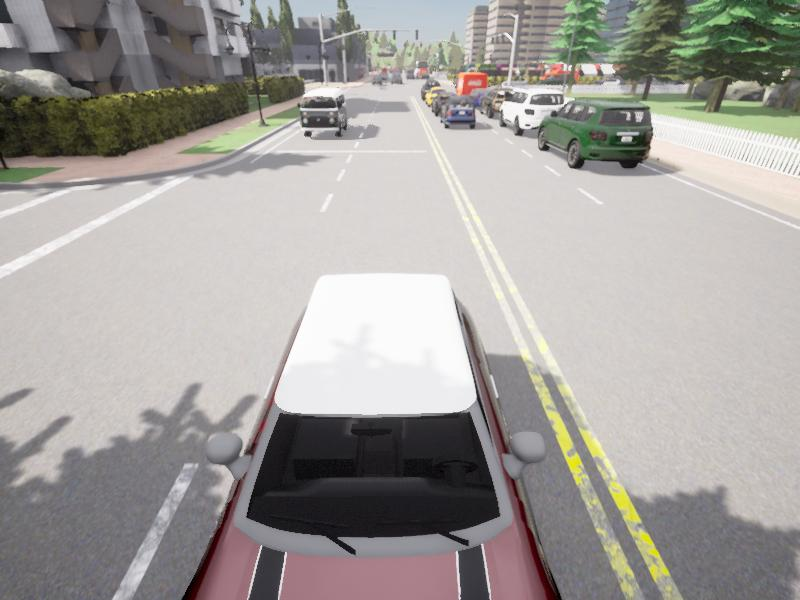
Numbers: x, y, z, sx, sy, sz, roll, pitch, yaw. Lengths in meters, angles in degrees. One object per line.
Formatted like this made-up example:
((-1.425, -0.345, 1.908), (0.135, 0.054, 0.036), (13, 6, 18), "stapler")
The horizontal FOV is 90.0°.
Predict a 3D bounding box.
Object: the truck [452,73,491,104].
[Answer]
((6.684, -20.201, 38.084), (2.627, 2.467, 5.204), (0, 30, 0), "truck")

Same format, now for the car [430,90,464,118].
((3.249, -13.958, 28.397), (1.816, 1.474, 4.193), (0, 30, 0), "car")

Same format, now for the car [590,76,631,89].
((32.372, -33.472, 61.585), (4.856, 1.649, 2.033), (-1, 30, -2), "car")

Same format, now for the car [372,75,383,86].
((-4.038, -39.317, 71.647), (1.789, 1.549, 3.705), (0, 30, 0), "car")

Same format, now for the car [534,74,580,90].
((22.809, -31.728, 58.206), (5.566, 2.045, 2.150), (-1, 30, -2), "car")

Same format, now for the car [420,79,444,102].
((3.170, -21.216, 40.403), (1.932, 1.855, 4.605), (0, 30, 0), "car")

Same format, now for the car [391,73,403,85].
((-0.564, -41.788, 75.654), (2.097, 1.767, 4.553), (0, 30, 0), "car")

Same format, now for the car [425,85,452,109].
((3.210, -17.530, 34.398), (1.801, 1.575, 5.366), (0, 30, 0), "car")

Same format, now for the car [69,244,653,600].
((-0.138, 1.036, 2.766), (1.970, 1.475, 3.806), (0, 30, 0), "car")

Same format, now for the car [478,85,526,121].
((6.758, -13.428, 27.092), (1.932, 1.855, 4.605), (0, 30, 0), "car")

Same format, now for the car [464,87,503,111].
((6.720, -16.554, 32.828), (2.163, 1.488, 4.792), (0, 30, 0), "car")

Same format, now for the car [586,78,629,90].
((30.256, -31.621, 58.535), (4.974, 1.542, 2.038), (-1, 30, -1), "car")

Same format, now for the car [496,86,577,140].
((6.800, -9.839, 20.791), (2.150, 2.045, 5.566), (0, 30, 0), "car")

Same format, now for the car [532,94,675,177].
((6.847, -6.151, 14.487), (2.150, 2.045, 5.566), (0, 30, -1), "car")

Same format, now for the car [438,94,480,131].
((3.288, -10.801, 22.923), (1.789, 1.549, 3.705), (0, 30, 0), "car")

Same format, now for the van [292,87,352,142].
((-3.694, -9.323, 19.912), (2.069, 2.038, 4.480), (0, 30, 0), "van")

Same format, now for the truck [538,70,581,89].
((24.268, -33.698, 61.166), (5.204, 2.467, 2.627), (-1, 30, -2), "truck")

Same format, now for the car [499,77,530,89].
((17.478, -33.261, 61.262), (3.988, 1.617, 1.851), (0, 30, 0), "car")
